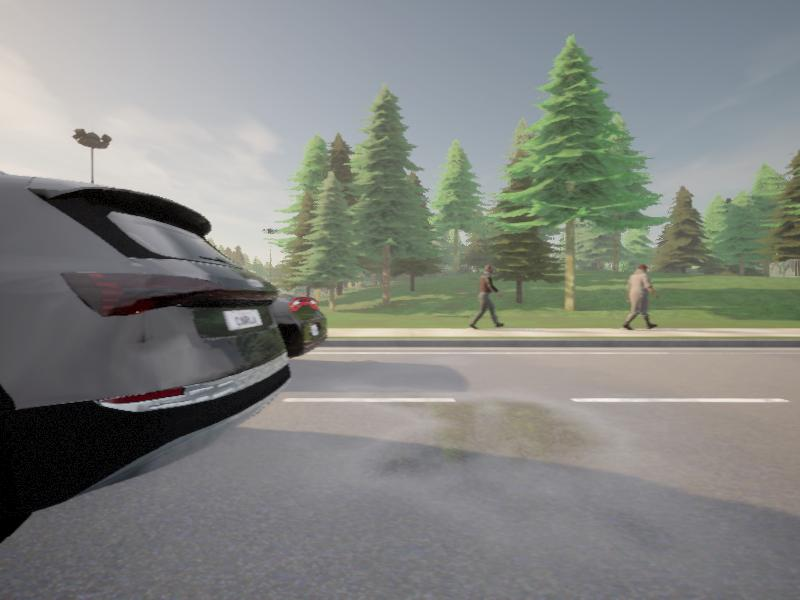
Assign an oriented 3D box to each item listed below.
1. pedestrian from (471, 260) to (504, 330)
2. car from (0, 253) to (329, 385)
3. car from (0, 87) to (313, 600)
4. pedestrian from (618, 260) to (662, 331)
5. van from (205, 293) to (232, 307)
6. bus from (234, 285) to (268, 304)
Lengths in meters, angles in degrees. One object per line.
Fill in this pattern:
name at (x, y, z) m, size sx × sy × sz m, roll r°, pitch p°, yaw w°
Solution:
pedestrian at (2.383, -0.125, 10.955) m, size 0.751 × 1.860 × 0.751 m, roll 0°, pitch 0°, yaw 2°
car at (-3.667, 0.224, 5.684) m, size 4.974 × 1.542 × 2.038 m, roll 0°, pitch 0°, yaw 0°
car at (-3.123, 0.176, 2.214) m, size 4.856 × 1.649 × 2.033 m, roll 0°, pitch 0°, yaw -1°
pedestrian at (6.537, -0.122, 10.914) m, size 0.751 × 1.860 × 0.751 m, roll 0°, pitch 0°, yaw 1°
van at (-27.560, -0.047, 60.913) m, size 2.069 × 2.038 × 4.480 m, roll 0°, pitch 0°, yaw 1°
bus at (-34.271, -1.162, 92.865) m, size 3.944 × 4.253 × 10.273 m, roll 0°, pitch 0°, yaw 1°
